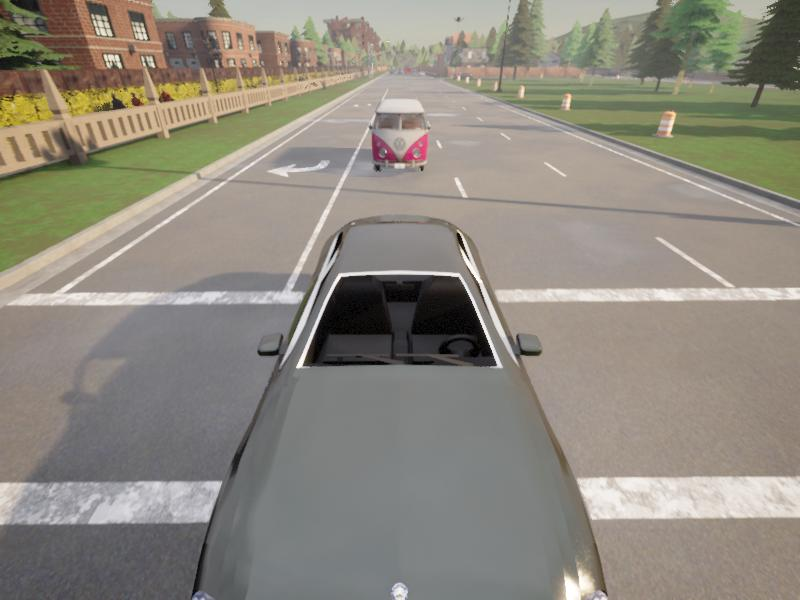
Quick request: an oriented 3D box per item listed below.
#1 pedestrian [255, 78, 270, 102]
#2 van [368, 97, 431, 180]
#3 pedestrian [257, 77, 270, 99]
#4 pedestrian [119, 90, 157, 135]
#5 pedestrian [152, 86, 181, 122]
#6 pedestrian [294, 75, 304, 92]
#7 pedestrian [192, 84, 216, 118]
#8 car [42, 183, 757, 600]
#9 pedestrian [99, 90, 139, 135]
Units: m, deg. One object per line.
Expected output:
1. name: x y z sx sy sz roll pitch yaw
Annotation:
1. pedestrian: -12.359 -18.845 35.962 0.751 1.860 0.751 0 30 0
2. van: -0.010 -5.674 13.704 1.775 1.987 4.442 0 30 0
3. pedestrian: -13.497 -20.924 39.511 0.751 1.860 0.751 0 30 0
4. pedestrian: -12.421 -8.911 19.005 0.751 1.860 0.751 0 30 0
5. pedestrian: -13.517 -11.380 23.219 0.751 1.860 0.751 0 30 0
6. pedestrian: -12.531 -26.890 49.694 0.751 1.860 0.751 0 30 -1
7. pedestrian: -12.400 -12.610 25.318 0.751 1.860 0.751 0 30 0
8. car: -0.003 0.382 3.729 2.152 1.651 5.027 0 30 0
9. pedestrian: -13.258 -8.863 18.922 0.751 1.860 0.751 1 30 2
